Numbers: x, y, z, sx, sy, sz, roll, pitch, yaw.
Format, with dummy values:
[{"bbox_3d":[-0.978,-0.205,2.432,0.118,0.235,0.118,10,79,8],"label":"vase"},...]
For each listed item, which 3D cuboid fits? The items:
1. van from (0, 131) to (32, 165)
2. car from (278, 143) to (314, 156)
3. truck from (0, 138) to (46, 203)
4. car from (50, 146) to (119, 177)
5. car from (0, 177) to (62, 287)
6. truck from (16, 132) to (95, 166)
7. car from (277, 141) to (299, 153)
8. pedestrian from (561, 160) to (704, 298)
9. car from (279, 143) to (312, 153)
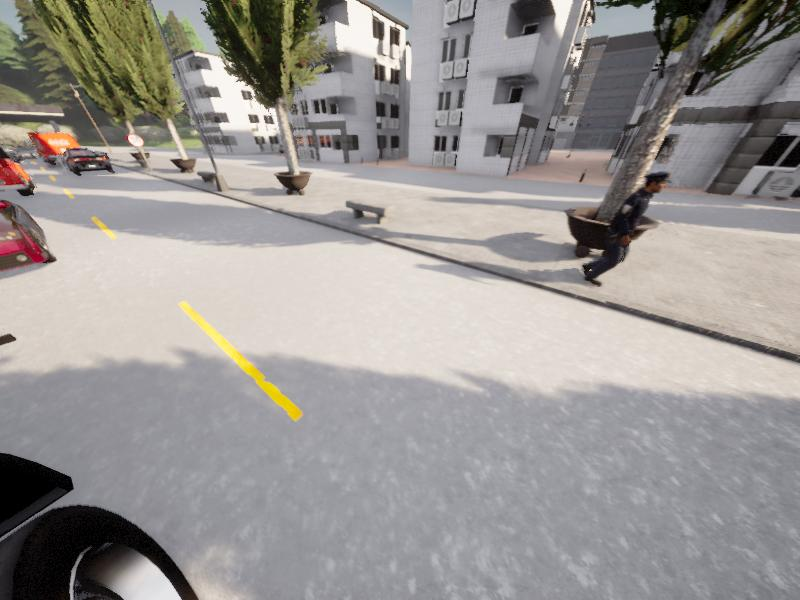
[{"bbox_3d":[-38.697,-13.749,20.908,5.915,2.561,1.988,0,33,0],"label":"van"},{"bbox_3d":[-16.638,-24.105,36.976,4.974,1.542,2.038,-14,38,-20],"label":"car"},{"bbox_3d":[-18.461,-5.791,9.831,5.204,2.467,2.627,23,41,28],"label":"truck"},{"bbox_3d":[-23.015,-10.175,16.839,4.974,1.542,2.038,23,41,28],"label":"car"},{"bbox_3d":[-9.125,-1.401,4.636,4.181,1.385,1.994,23,41,29],"label":"car"},{"bbox_3d":[-32.892,-14.517,22.101,5.204,2.467,2.627,18,39,24],"label":"truck"},{"bbox_3d":[-18.700,-25.418,38.399,1.845,1.501,3.633,-28,44,-34],"label":"car"},{"bbox_3d":[3.478,-1.088,3.642,0.751,1.860,0.751,-23,41,-29],"label":"pedestrian"},{"bbox_3d":[-16.685,-24.222,36.867,4.536,1.218,1.853,-14,38,-20],"label":"car"}]
